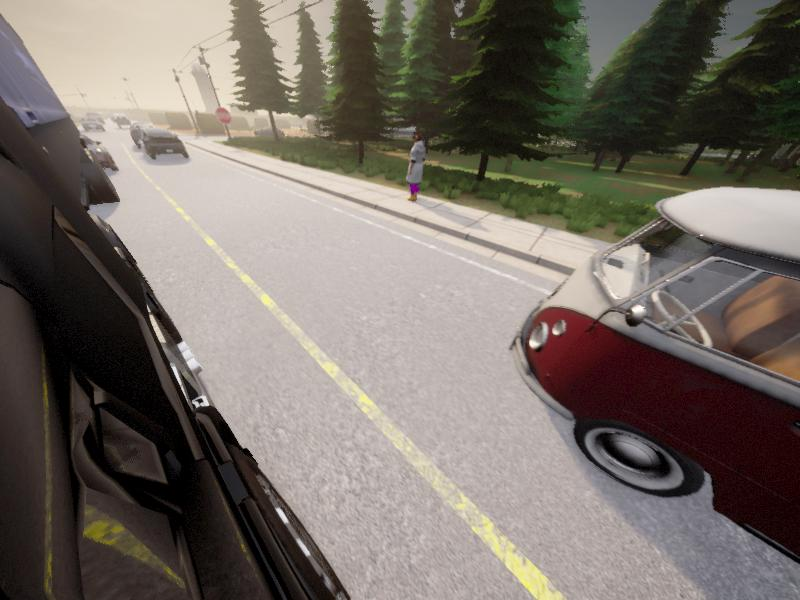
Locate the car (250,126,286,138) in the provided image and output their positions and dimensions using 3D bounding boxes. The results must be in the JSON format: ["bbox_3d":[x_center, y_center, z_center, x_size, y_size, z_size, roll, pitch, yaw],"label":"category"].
[{"bbox_3d":[-20.159,-25.723,35.455,1.994,1.385,4.181,30,44,31],"label":"car"}]

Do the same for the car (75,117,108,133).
[{"bbox_3d":[-41.476,-23.658,31.141,4.902,1.511,2.128,32,46,33],"label":"car"}]

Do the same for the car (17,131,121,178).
[{"bbox_3d":[-14.699,-6.724,10.506,4.181,1.385,1.994,32,46,33],"label":"car"}]

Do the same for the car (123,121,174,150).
[{"bbox_3d":[-20.791,-13.697,19.152,2.152,1.651,5.027,-26,46,-33],"label":"car"}]

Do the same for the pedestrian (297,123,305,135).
[{"bbox_3d":[-18.548,-32.160,43.406,0.751,1.860,0.751,29,44,30],"label":"pedestrian"}]

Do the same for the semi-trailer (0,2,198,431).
[{"bbox_3d":[-8.501,-3.742,4.399,14.254,4.402,2.717,31,45,32],"label":"semi-trailer"}]

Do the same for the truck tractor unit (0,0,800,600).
[{"bbox_3d":[-2.645,-0.295,0.351,6.516,4.208,3.053,28,44,30],"label":"truck tractor unit"}]

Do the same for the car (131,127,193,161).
[{"bbox_3d":[-15.345,-10.110,14.842,4.892,1.490,1.837,32,46,33],"label":"car"}]

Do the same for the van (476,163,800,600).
[{"bbox_3d":[3.058,0.779,1.166,4.442,1.987,1.775,31,45,32],"label":"van"}]

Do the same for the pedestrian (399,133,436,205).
[{"bbox_3d":[0.515,-4.167,7.387,0.751,1.860,0.751,30,44,31],"label":"pedestrian"}]
